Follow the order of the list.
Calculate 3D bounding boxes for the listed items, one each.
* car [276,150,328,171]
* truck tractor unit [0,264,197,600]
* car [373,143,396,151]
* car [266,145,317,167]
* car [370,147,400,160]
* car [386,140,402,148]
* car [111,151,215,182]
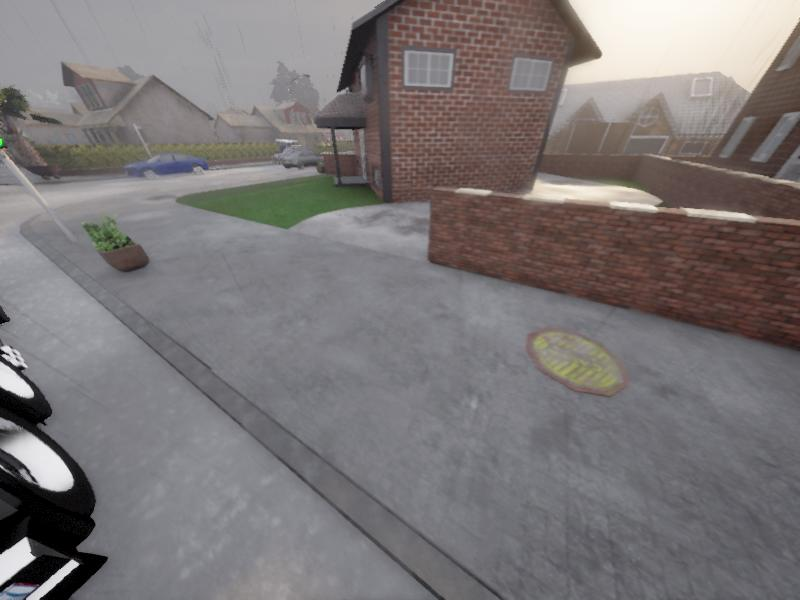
[{"bbox_3d":[-9.409,-13.702,22.571,1.994,1.385,4.181,16,38,22],"label":"car"},{"bbox_3d":[-5.112,-0.299,0.785,6.516,4.208,3.053,18,39,24],"label":"truck tractor unit"},{"bbox_3d":[-3.759,-36.660,55.319,5.366,1.575,1.801,18,39,25],"label":"car"},{"bbox_3d":[-11.834,-16.047,25.587,2.097,1.767,4.553,18,39,24],"label":"car"},{"bbox_3d":[-2.058,-21.115,33.222,1.895,1.301,4.718,19,39,25],"label":"car"},{"bbox_3d":[-1.691,-44.446,65.659,3.866,1.878,1.905,-15,37,-20],"label":"car"},{"bbox_3d":[-17.558,-10.240,17.519,1.882,1.535,5.008,18,39,25],"label":"car"}]
